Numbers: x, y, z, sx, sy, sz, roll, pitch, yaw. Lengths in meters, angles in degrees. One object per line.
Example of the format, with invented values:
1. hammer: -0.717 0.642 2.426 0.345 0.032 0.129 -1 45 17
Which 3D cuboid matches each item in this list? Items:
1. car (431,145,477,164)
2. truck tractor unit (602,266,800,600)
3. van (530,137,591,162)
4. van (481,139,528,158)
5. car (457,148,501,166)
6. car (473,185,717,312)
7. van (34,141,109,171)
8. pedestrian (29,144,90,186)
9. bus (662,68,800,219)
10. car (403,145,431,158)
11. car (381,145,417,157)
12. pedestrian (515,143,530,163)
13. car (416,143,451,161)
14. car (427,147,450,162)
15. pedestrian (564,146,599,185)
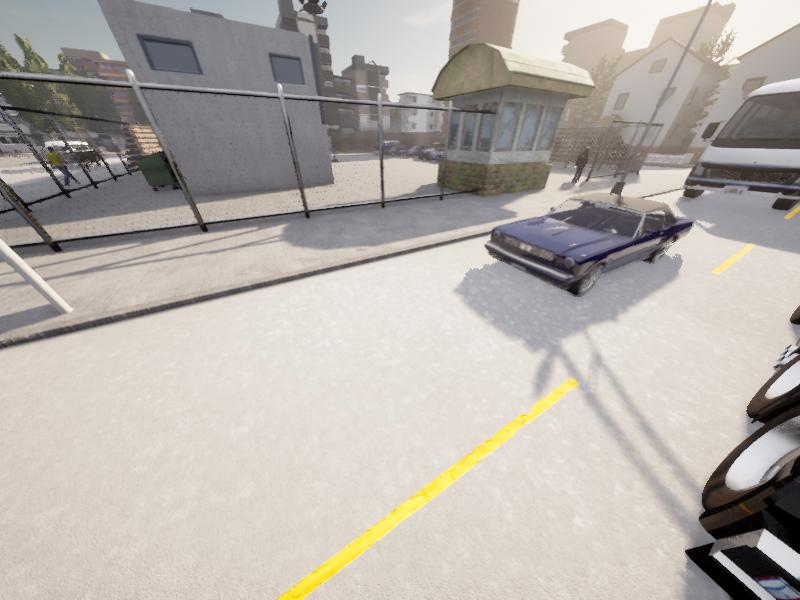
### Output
1. car: 6.170 -16.667 26.405 4.611 1.667 2.242 -18 39 -24
2. truck tractor unit: 5.112 -0.299 0.779 6.516 4.208 3.053 -18 39 -24
3. van: 20.939 -19.930 30.552 1.988 2.561 5.915 -19 39 -26
4. van: 16.499 -24.401 37.041 2.351 2.431 6.366 -19 39 -25
5. car: 8.390 -15.243 24.495 4.193 1.474 1.816 -18 39 -24
6. car: 4.152 -1.457 4.987 4.718 1.301 1.895 -17 38 -23
7. van: -29.329 -13.167 20.908 2.069 2.038 4.480 -19 39 -25
8. pedestrian: -17.844 -7.084 12.176 0.751 1.860 0.751 -3 35 -5
9. bus: 17.807 -6.966 10.414 10.273 4.253 3.944 -18 39 -24
10. car: 2.500 -21.623 33.608 3.633 1.501 1.845 -18 39 -24
11. car: -0.192 -23.782 36.797 5.357 1.415 2.033 -18 39 -24
12. pedestrian: 13.676 -16.391 25.789 0.751 1.860 0.751 -11 36 -16
13. car: 4.249 -18.958 29.496 3.866 1.878 1.905 -18 39 -24
14. car: 4.577 -17.468 27.725 2.207 1.379 1.481 -18 39 -24
15. pedestrian: 10.567 -7.839 13.484 0.751 1.860 0.751 -19 39 -25
